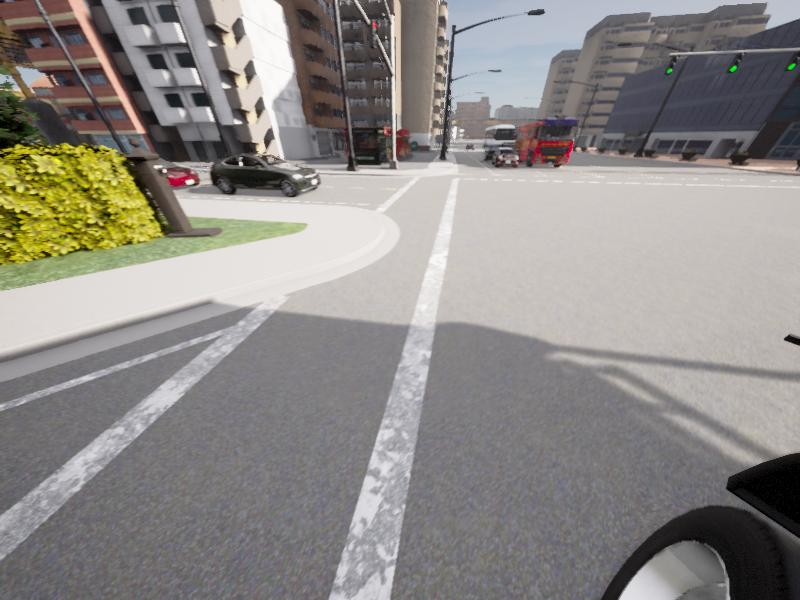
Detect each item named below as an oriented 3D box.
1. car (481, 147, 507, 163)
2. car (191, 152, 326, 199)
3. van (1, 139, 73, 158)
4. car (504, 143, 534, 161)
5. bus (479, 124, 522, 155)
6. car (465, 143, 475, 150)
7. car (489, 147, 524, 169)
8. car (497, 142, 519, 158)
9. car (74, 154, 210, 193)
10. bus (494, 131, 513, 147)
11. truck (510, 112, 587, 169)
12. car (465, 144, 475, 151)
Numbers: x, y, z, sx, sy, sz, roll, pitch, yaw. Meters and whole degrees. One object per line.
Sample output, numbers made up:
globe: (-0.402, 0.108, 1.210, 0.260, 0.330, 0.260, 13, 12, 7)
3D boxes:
car: (10.935, -17.047, 27.055, 1.994, 1.385, 4.181, 6, 35, 9)
car: (-6.521, -6.077, 11.116, 5.027, 1.651, 2.152, 6, 36, 9)
van: (-49.568, -20.840, 31.752, 2.069, 2.038, 4.480, 6, 36, 8)
car: (15.004, -19.019, 29.542, 2.097, 1.767, 4.553, 6, 35, 8)
bus: (17.725, -28.968, 41.858, 3.944, 4.253, 10.273, 3, 35, 5)
car: (19.373, -42.802, 64.328, 2.242, 1.667, 4.611, 6, 35, 8)
car: (9.680, -13.175, 21.367, 1.970, 1.475, 3.806, 6, 35, 8)
car: (16.017, -22.446, 34.445, 1.905, 1.878, 3.866, 6, 35, 8)
car: (-13.340, -6.737, 12.195, 4.792, 1.488, 2.163, 6, 36, 9)
bus: (37.284, -58.395, 83.622, 3.944, 4.253, 10.273, 6, 37, 8)
truck: (13.573, -15.294, 22.366, 2.891, 3.827, 8.468, 6, 35, 8)
car: (17.502, -38.377, 58.083, 1.994, 1.385, 4.181, 6, 35, 8)
